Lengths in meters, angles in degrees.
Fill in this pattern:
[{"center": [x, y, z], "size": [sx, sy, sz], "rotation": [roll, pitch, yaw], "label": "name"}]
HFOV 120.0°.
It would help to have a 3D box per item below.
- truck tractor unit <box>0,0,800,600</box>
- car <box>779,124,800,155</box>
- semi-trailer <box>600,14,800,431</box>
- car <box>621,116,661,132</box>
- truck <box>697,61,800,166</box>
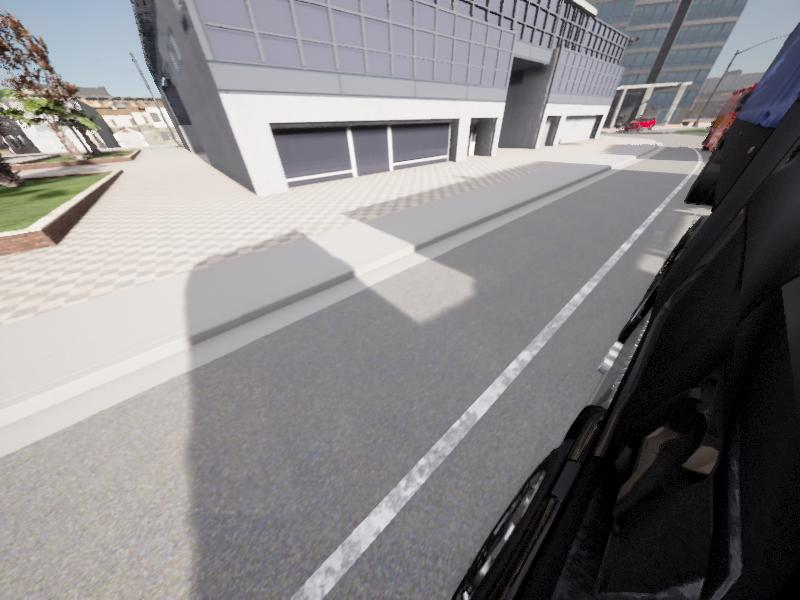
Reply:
[{"center": [2.645, -0.295, 0.351], "size": [6.516, 4.208, 3.053], "rotation": [-28, 44, -30], "label": "truck tractor unit"}, {"center": [25.383, -9.502, 13.626], "size": [1.994, 1.385, 4.181], "rotation": [25, 45, 32], "label": "car"}, {"center": [8.562, -3.691, 4.363], "size": [14.254, 4.402, 2.717], "rotation": [-30, 45, -31], "label": "semi-trailer"}, {"center": [42.674, -31.180, 40.986], "size": [5.566, 2.045, 2.150], "rotation": [-16, 39, -17], "label": "car"}, {"center": [20.787, -10.489, 13.186], "size": [2.891, 3.827, 8.468], "rotation": [27, 46, 33], "label": "truck"}]
